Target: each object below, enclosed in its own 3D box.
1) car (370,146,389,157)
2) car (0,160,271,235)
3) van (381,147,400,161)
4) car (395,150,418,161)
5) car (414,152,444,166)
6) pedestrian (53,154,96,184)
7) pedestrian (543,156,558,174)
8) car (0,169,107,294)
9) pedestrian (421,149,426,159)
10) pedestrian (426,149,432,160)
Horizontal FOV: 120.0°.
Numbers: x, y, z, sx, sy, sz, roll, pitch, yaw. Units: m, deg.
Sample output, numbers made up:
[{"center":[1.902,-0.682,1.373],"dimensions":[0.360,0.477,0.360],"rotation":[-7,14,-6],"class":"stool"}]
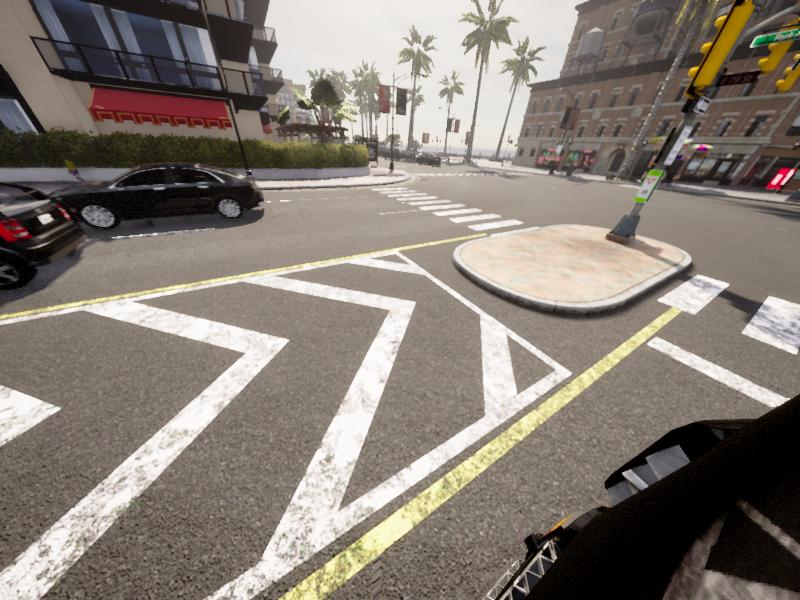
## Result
[{"center":[-5.058,-35.542,55.348],"dimensions":[2.150,2.045,5.566],"rotation":[-17,38,-27],"class":"car"},{"center":[-6.959,-3.307,7.048],"dimensions":[4.892,1.490,1.837],"rotation":[-16,38,-26],"class":"car"},{"center":[-1.914,-28.547,45.107],"dimensions":[1.775,1.987,4.442],"rotation":[-16,38,-26],"class":"van"},{"center":[1.271,-29.073,46.486],"dimensions":[2.152,1.651,5.027],"rotation":[-16,38,-26],"class":"car"},{"center":[4.357,-22.025,36.053],"dimensions":[2.242,1.667,4.611],"rotation":[-15,38,-26],"class":"car"},{"center":[-14.301,-5.741,10.169],"dimensions":[0.500,1.100,0.500],"rotation":[-6,35,-14],"class":"pedestrian"},{"center":[19.354,-17.425,29.823],"dimensions":[0.751,1.860,0.751],"rotation":[-11,36,-20],"class":"pedestrian"},{"center":[-7.679,-0.896,3.297],"dimensions":[3.705,1.549,1.789],"rotation":[-16,38,-26],"class":"car"},{"center":[5.536,-34.335,54.236],"dimensions":[0.751,1.860,0.751],"rotation":[-10,36,-18],"class":"pedestrian"},{"center":[6.137,-31.274,49.664],"dimensions":[0.751,1.860,0.751],"rotation":[29,42,34],"class":"pedestrian"}]
